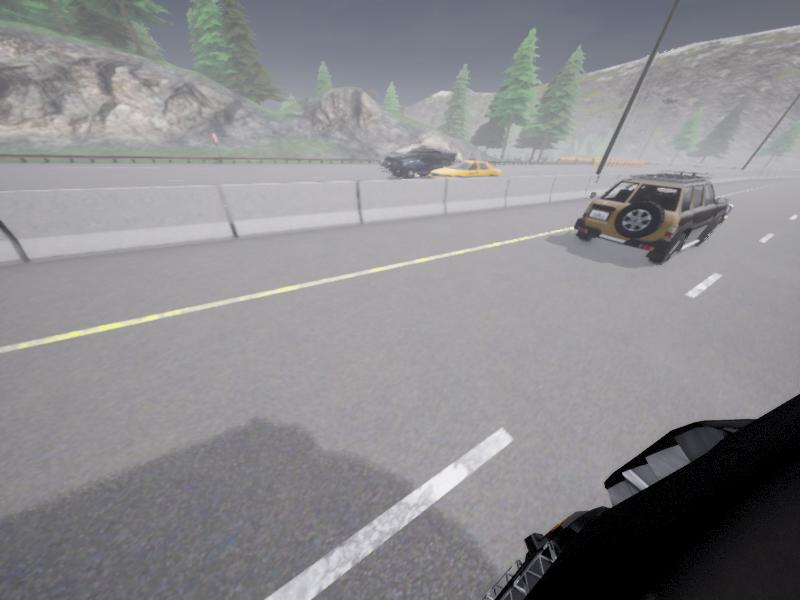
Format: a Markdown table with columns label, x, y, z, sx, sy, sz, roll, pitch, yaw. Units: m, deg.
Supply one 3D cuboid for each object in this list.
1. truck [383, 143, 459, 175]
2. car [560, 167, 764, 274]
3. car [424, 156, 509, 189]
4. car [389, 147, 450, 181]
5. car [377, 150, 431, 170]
| label | x | y | z | sx | sy | sz | roll | pitch | yaw |
| --- | --- | --- | --- | --- | --- | --- | --- | --- | --- |
| truck | 1.836 | -12.355 | 20.313 | 6.274 | 2.098 | 2.390 | -16 | 39 | -26 |
| car | 7.005 | -2.406 | 6.256 | 4.605 | 1.855 | 1.932 | -16 | 39 | -25 |
| car | 4.372 | -8.338 | 15.051 | 5.366 | 1.575 | 1.801 | -16 | 39 | -26 |
| car | 1.401 | -9.875 | 16.815 | 3.866 | 1.878 | 1.905 | -16 | 39 | -26 |
| car | 0.364 | -13.958 | 23.087 | 4.902 | 1.511 | 2.128 | -16 | 38 | -26 |
